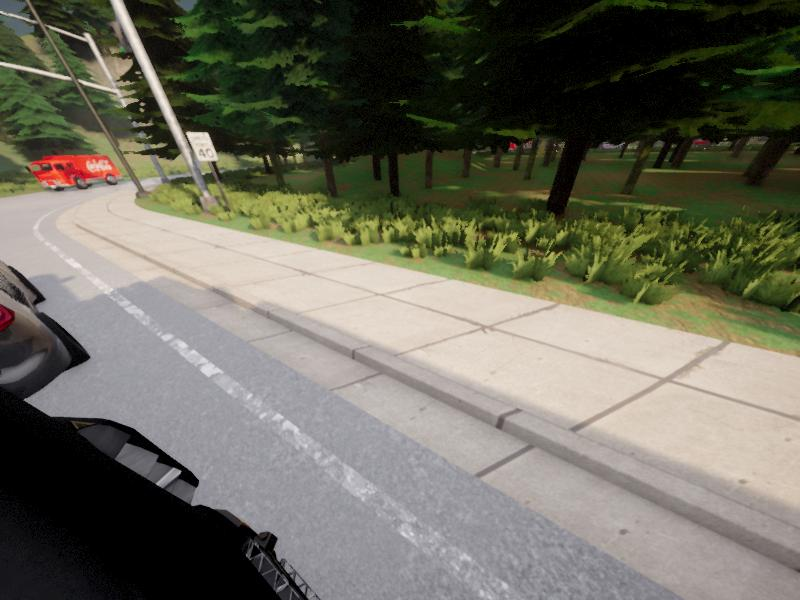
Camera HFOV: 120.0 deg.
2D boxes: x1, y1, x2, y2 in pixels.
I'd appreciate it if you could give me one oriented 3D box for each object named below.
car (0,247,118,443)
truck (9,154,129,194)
[{"bbox_3d":[-5.873,0.207,2.443,4.611,1.667,2.242,16,38,26],"label":"car"},{"bbox_3d":[-27.975,-11.085,20.058,2.627,2.467,5.204,-6,34,-6],"label":"truck"}]
